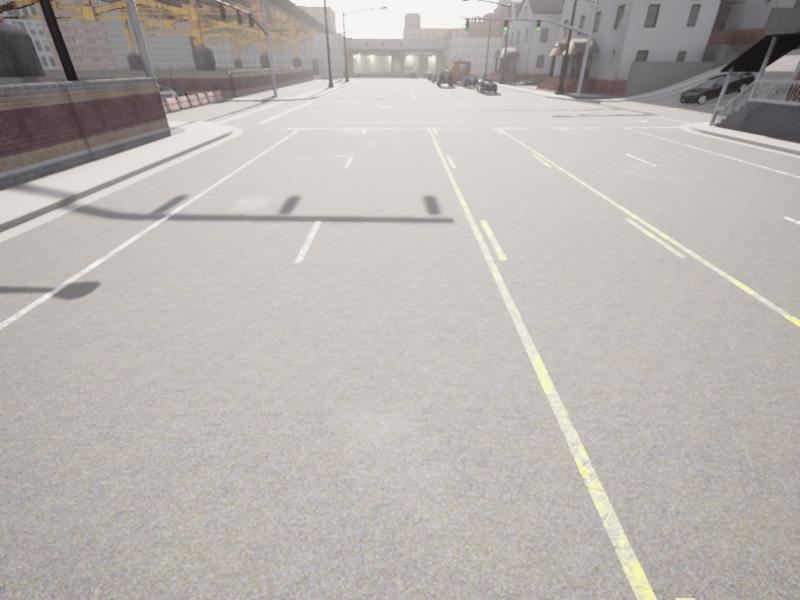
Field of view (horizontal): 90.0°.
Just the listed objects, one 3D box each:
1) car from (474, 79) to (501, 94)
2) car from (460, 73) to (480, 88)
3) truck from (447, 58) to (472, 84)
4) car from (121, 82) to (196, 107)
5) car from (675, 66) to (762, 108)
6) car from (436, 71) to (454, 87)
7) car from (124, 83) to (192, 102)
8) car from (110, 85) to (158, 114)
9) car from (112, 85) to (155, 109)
[{"bbox_3d":[10.323,-25.513,47.725,2.033,1.411,5.357,0,31,0],"label":"car"},{"bbox_3d":[10.293,-32.394,58.981,2.097,1.767,4.553,0,31,0],"label":"car"},{"bbox_3d":[10.261,-40.080,69.998,2.891,3.827,8.468,0,31,0],"label":"truck"},{"bbox_3d":[-20.360,-17.508,34.000,2.038,1.542,4.974,15,34,24],"label":"car"},{"bbox_3d":[25.005,-16.823,31.600,5.008,1.535,1.882,-14,30,7],"label":"car"},{"bbox_3d":[6.788,-33.591,60.761,2.150,2.045,5.566,0,31,0],"label":"car"},{"bbox_3d":[-20.385,-17.620,33.881,1.853,1.218,4.536,15,34,24],"label":"car"},{"bbox_3d":[-19.556,-14.780,29.381,2.038,1.542,4.974,-21,36,-31],"label":"car"},{"bbox_3d":[-19.587,-14.937,29.337,1.853,1.218,4.536,-21,36,-31],"label":"car"}]
